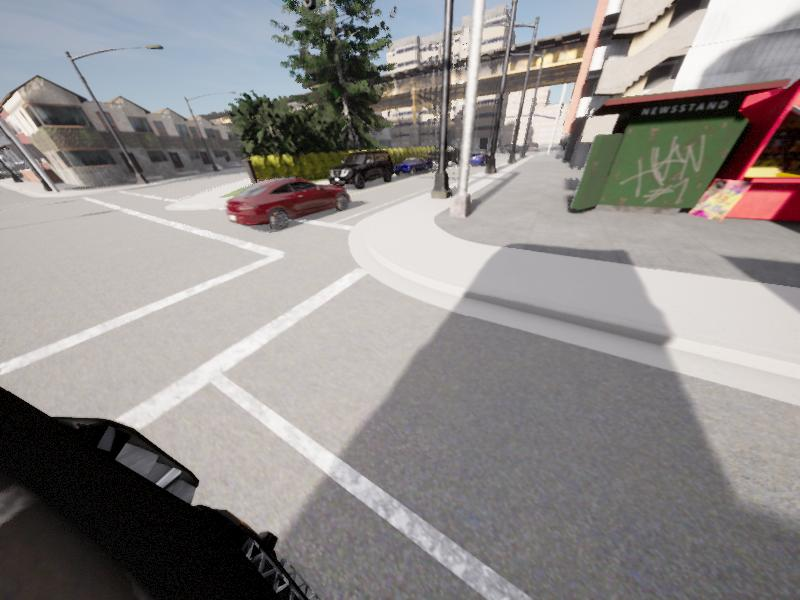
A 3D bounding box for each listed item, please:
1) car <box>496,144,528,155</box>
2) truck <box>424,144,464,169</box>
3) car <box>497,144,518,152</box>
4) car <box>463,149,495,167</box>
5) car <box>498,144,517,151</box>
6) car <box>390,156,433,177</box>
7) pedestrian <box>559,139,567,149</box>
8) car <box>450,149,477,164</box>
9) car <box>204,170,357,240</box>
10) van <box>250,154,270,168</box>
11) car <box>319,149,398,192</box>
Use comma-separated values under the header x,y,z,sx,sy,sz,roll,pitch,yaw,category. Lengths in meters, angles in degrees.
x,y,z,sx,sy,sz,roll,pitch,yaw,category
21.452,-28.837,44.347,4.902,1.511,2.128,-7,34,-5,car
5.243,-16.780,26.957,2.390,2.098,6.274,16,38,27,truck
26.671,-37.800,57.420,4.974,1.542,2.038,-23,38,-27,car
9.329,-16.741,27.094,2.163,1.488,4.792,16,38,26,car
26.706,-37.950,57.358,4.536,1.218,1.853,-23,38,-27,car
1.177,-12.459,21.491,1.895,1.301,4.718,16,38,26,car
34.759,-33.304,49.309,0.751,1.860,0.751,3,34,9,pedestrian
8.864,-20.082,32.210,2.163,1.488,4.792,16,38,27,car
-4.019,-3.844,8.749,1.812,1.442,4.674,18,39,29,car
-32.917,-32.924,54.497,1.988,2.561,5.915,-10,34,-10,van
-2.540,-9.139,16.099,2.150,2.045,5.566,16,38,26,car
